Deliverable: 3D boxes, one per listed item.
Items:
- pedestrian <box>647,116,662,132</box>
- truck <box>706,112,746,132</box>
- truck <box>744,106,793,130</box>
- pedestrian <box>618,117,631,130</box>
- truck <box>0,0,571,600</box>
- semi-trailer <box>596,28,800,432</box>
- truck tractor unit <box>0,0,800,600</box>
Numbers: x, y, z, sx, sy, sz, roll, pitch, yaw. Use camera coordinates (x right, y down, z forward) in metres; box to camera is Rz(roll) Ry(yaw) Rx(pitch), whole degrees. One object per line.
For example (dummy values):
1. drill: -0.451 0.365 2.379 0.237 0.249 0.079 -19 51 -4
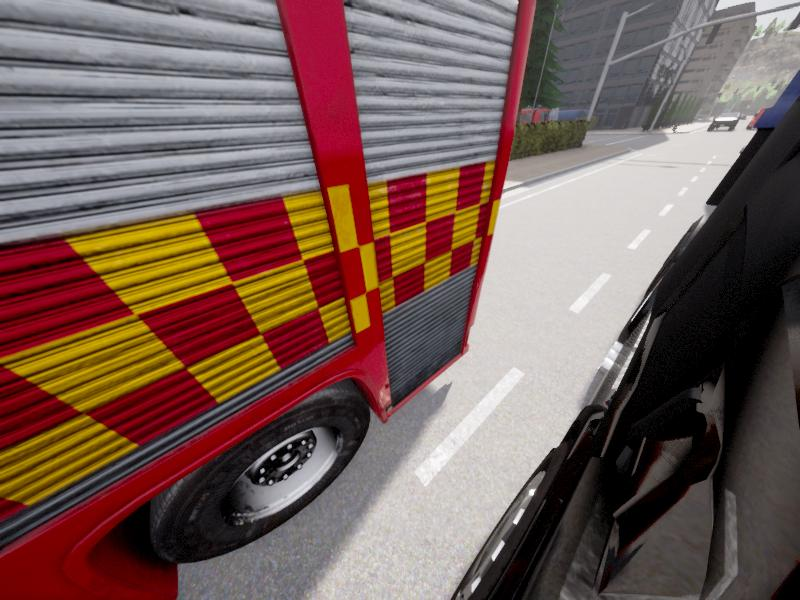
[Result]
1. pedestrian: 37.243 -25.717 33.808 0.751 1.860 0.751 29 47 35
2. truck: 46.910 -25.680 33.247 6.274 2.098 2.390 -28 43 -29
3. truck: 51.409 -25.477 32.384 5.204 2.467 2.627 -28 44 -30
4. pedestrian: 42.099 -33.084 43.326 0.751 1.860 0.751 -7 37 -6
5. truck: -3.414 0.340 0.211 8.468 3.827 2.891 -28 44 -30
6. semi-trailer: 8.798 -3.536 4.125 14.254 4.402 2.717 -27 43 -29
7. truck tractor unit: 2.645 -0.295 0.351 6.516 4.208 3.053 -28 44 -30
